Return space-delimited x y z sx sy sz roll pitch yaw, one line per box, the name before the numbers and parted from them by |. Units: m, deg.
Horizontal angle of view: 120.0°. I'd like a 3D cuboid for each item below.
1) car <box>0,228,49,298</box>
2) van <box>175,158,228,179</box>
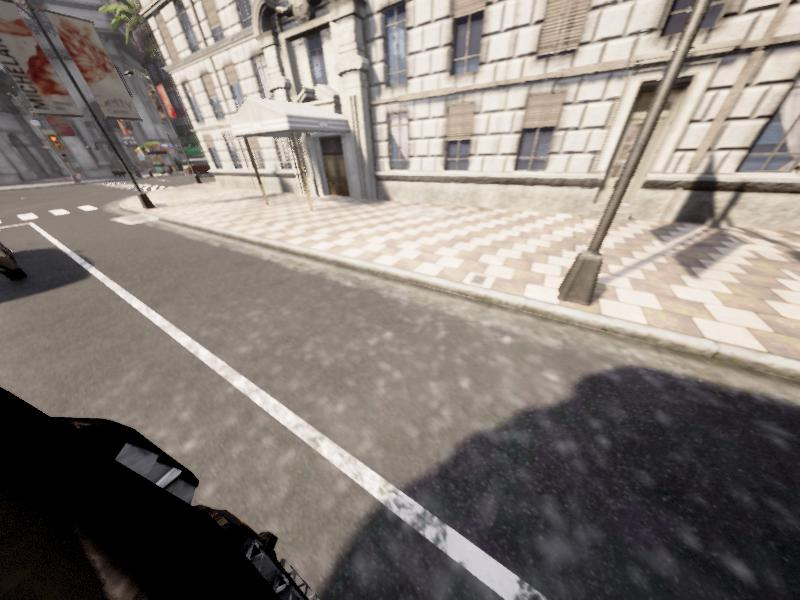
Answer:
car | -10.299 -1.083 4.939 4.902 1.511 2.128 17 38 27
van | -25.498 -17.087 29.833 1.775 1.987 4.442 17 38 27
